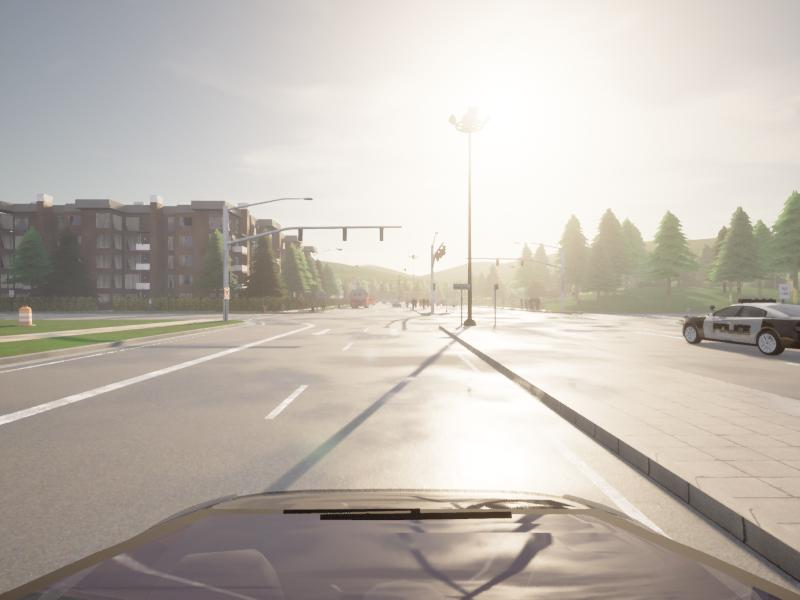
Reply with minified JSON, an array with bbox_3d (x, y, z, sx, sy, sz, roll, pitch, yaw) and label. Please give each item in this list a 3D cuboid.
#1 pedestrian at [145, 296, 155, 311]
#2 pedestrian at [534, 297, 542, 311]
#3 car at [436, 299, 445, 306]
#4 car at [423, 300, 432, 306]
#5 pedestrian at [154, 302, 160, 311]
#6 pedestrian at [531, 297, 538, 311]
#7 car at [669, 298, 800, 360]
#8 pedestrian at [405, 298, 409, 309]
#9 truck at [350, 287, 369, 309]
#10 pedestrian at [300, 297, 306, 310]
[{"bbox_3d":[-31.290,0.485,50.138,0.751,1.860,0.751,0,0,15],"label":"pedestrian"},{"bbox_3d":[18.624,0.473,53.936,0.751,1.860,0.751,0,0,-37],"label":"pedestrian"},{"bbox_3d":[10.501,0.653,103.771,1.932,1.855,4.605,0,0,-2],"label":"car"},{"bbox_3d":[7.006,0.720,103.468,1.930,1.638,5.238,0,0,-2],"label":"car"},{"bbox_3d":[-30.815,0.865,50.713,0.500,1.100,0.500,0,0,11],"label":"pedestrian"},{"bbox_3d":[17.927,0.473,53.447,0.751,1.860,0.751,0,0,32],"label":"pedestrian"},{"bbox_3d":[11.476,0.771,13.033,1.930,1.638,5.238,0,0,0],"label":"car"},{"bbox_3d":[1.298,0.642,71.422,0.751,1.860,0.751,0,0,-2],"label":"pedestrian"},{"bbox_3d":[-7.509,-0.325,75.387,2.891,3.827,8.468,0,0,-1],"label":"truck"},{"bbox_3d":[-13.840,0.485,57.027,0.751,1.860,0.751,0,0,0],"label":"pedestrian"}]
